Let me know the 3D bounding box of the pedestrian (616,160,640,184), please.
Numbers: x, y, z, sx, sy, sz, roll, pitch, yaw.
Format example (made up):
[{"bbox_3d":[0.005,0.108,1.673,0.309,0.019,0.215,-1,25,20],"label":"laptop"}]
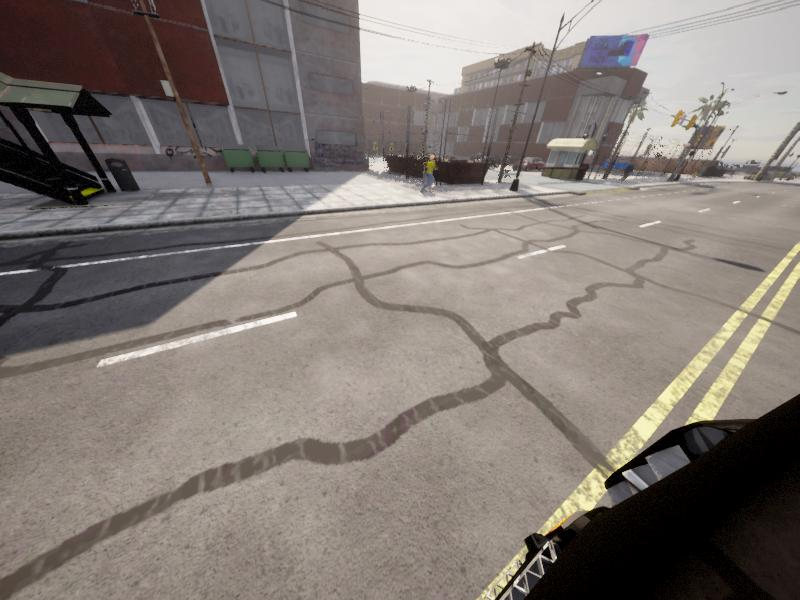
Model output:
[{"bbox_3d":[21.569,-12.106,21.857,0.751,1.860,0.751,-17,38,-27],"label":"pedestrian"}]

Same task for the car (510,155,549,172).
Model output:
[{"bbox_3d":[17.971,-18.947,32.122,4.553,1.767,2.185,-16,38,-26],"label":"car"}]

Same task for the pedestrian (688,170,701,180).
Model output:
[{"bbox_3d":[39.276,-16.663,30.760,0.500,1.100,0.500,-12,36,-21],"label":"pedestrian"}]

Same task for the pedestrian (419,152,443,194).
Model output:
[{"bbox_3d":[1.597,-6.711,12.207,0.751,1.860,0.751,-16,38,-26],"label":"pedestrian"}]

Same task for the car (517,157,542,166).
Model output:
[{"bbox_3d":[26.771,-28.585,47.638,4.674,1.452,2.002,-16,38,-26],"label":"car"}]

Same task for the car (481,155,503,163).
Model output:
[{"bbox_3d":[21.820,-33.492,54.817,4.786,1.482,2.161,-16,38,-26],"label":"car"}]

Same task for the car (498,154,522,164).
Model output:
[{"bbox_3d":[24.336,-31.181,51.075,4.553,1.767,2.185,-16,38,-26],"label":"car"}]

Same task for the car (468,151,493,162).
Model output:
[{"bbox_3d":[19.923,-35.402,57.069,5.566,2.045,2.435,-16,38,-26],"label":"car"}]

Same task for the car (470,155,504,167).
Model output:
[{"bbox_3d":[14.145,-22.602,37.579,5.008,1.535,2.097,-16,38,-26],"label":"car"}]
